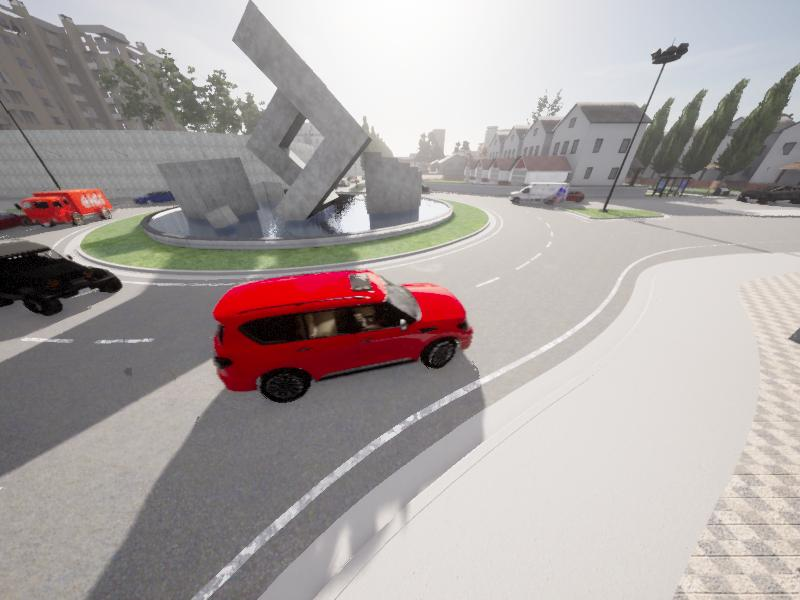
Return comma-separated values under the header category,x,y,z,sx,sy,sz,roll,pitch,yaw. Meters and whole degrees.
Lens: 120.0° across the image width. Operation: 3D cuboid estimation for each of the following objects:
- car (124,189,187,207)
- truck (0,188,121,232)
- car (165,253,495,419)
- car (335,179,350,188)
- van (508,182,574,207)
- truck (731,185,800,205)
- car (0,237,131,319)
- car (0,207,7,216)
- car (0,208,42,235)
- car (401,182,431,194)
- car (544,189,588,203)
category,x,y,z,sx,sy,sz,roll,pitch,yaw
car,-30.815,-13.072,29.414,1.882,1.535,5.008,8,31,14
truck,-27.034,-7.542,18.902,2.627,2.467,5.204,-10,31,-15
car,-1.041,0.477,5.436,5.566,2.045,2.150,-8,31,-14
car,-13.297,-27.078,53.677,2.038,1.542,4.974,1,30,2
van,17.307,-13.313,28.941,6.366,2.431,2.351,10,31,16
truck,47.494,-13.367,29.365,6.274,2.098,2.390,0,30,0
car,-12.424,-0.883,7.948,3.866,1.878,1.905,6,31,11
car,-41.014,-8.543,21.812,4.718,1.301,1.895,4,30,7
car,-29.555,-5.515,16.567,1.895,1.301,4.718,-12,32,-20
car,2.830,-20.529,42.227,5.238,1.638,1.930,18,34,28
car,22.223,-13.979,31.048,4.193,1.474,1.816,7,31,12
